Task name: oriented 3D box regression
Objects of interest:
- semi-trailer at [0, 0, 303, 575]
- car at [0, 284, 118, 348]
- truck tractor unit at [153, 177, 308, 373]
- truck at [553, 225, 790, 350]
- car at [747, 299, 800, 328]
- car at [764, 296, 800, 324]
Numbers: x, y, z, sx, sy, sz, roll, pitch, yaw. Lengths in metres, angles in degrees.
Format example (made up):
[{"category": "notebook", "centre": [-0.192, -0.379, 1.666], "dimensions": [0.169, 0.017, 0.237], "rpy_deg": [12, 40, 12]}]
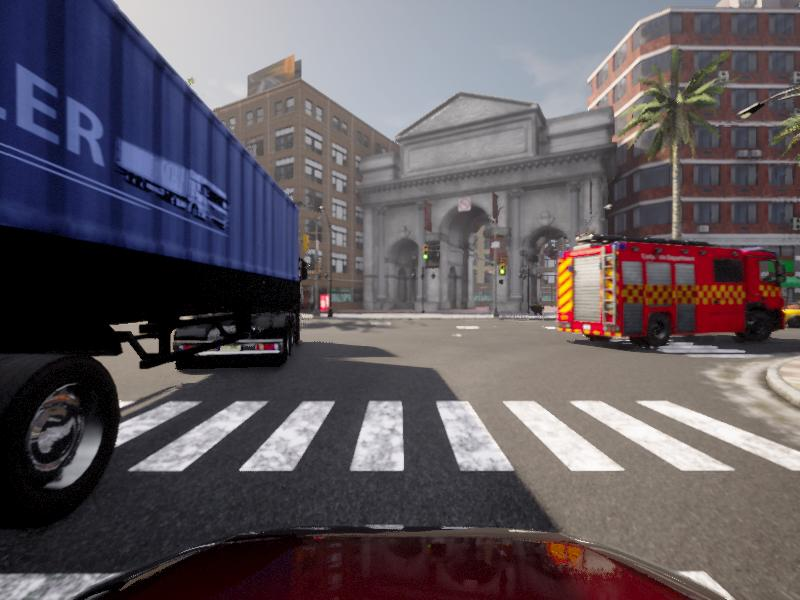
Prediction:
[{"category": "semi-trailer", "centre": [-3.749, -0.634, 4.235], "dimensions": [2.717, 4.402, 14.254], "rpy_deg": [0, 0, -3]}, {"category": "car", "centre": [-13.450, 0.523, 13.925], "dimensions": [2.150, 2.045, 5.566], "rpy_deg": [0, 0, 27]}, {"category": "truck tractor unit", "centre": [-4.453, -0.555, 12.105], "dimensions": [3.053, 4.208, 6.516], "rpy_deg": [0, 0, -11]}, {"category": "truck", "centre": [10.206, -0.371, 15.024], "dimensions": [8.468, 3.827, 2.891], "rpy_deg": [0, 0, -19]}, {"category": "car", "centre": [22.810, 0.728, 22.295], "dimensions": [5.366, 1.575, 1.801], "rpy_deg": [0, 0, 0]}, {"category": "car", "centre": [26.738, 0.609, 25.795], "dimensions": [4.553, 1.767, 2.097], "rpy_deg": [0, 0, 0]}]
